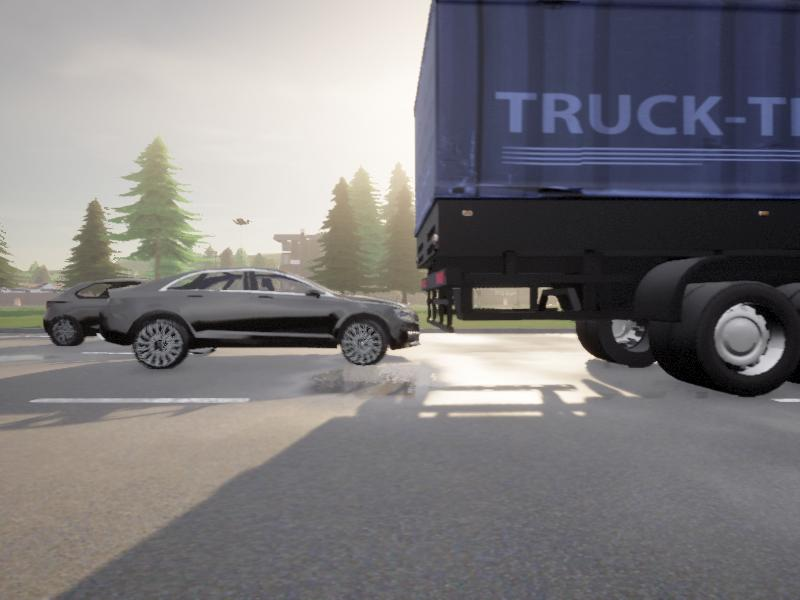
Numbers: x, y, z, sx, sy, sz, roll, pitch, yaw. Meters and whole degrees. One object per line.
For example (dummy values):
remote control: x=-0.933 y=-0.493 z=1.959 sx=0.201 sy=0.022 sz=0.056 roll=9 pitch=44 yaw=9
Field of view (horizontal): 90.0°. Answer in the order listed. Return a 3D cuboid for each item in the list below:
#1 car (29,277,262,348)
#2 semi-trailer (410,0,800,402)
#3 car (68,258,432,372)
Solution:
car: x=-5.592 y=0.256 z=9.200 sx=4.193 sy=1.474 sz=1.816 roll=0 pitch=0 yaw=0
semi-trailer: x=7.337 y=-1.225 z=5.497 sx=14.254 sy=4.402 sz=2.717 roll=0 pitch=0 yaw=-2
car: x=-2.099 y=0.240 z=6.682 sx=4.902 sy=1.511 sz=2.128 roll=0 pitch=-2 yaw=-7
